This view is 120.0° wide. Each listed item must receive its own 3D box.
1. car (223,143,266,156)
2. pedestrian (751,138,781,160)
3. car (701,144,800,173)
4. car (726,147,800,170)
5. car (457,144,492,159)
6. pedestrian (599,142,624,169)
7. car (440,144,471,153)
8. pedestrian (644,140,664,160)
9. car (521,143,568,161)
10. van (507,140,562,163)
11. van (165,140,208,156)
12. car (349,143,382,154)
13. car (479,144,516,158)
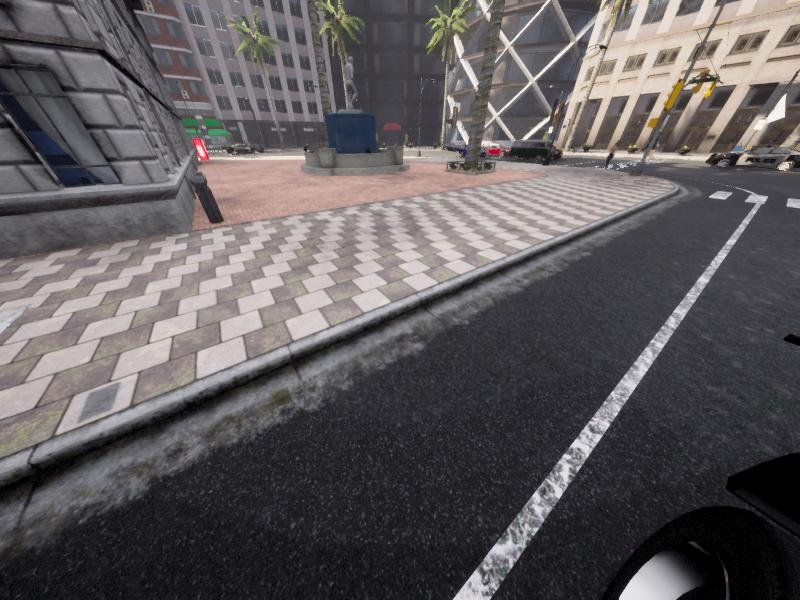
[{"bbox_3d":[-24.697,-24.114,36.895,5.238,1.638,1.930,-12,37,-16],"label":"car"},{"bbox_3d":[38.407,-15.886,24.280,0.751,1.860,0.751,-16,38,-21],"label":"pedestrian"},{"bbox_3d":[28.778,-11.445,18.539,1.930,1.638,5.238,-22,41,-28],"label":"car"},{"bbox_3d":[31.958,-12.245,19.890,1.994,1.385,4.181,-22,41,-28],"label":"car"},{"bbox_3d":[9.493,-19.150,29.708,3.633,1.501,1.845,26,43,32],"label":"car"},{"bbox_3d":[17.589,-12.051,19.244,0.751,1.860,0.751,-25,42,-31],"label":"pedestrian"},{"bbox_3d":[9.660,-26.370,40.160,4.718,1.301,1.895,18,39,24],"label":"car"},{"bbox_3d":[28.405,-16.762,25.857,0.751,1.860,0.751,29,45,35],"label":"pedestrian"},{"bbox_3d":[16.913,-17.430,27.147,1.851,1.617,3.988,-25,42,-30],"label":"car"},{"bbox_3d":[14.401,-16.141,25.006,1.775,1.987,4.442,-24,42,-30],"label":"van"},{"bbox_3d":[-33.860,-24.183,36.759,4.442,1.987,1.775,-19,39,-25],"label":"van"},{"bbox_3d":[-5.648,-25.215,38.440,4.902,1.511,2.128,3,35,5],"label":"car"},{"bbox_3d":[12.970,-19.975,30.900,3.806,1.475,1.970,28,44,34],"label":"car"}]
